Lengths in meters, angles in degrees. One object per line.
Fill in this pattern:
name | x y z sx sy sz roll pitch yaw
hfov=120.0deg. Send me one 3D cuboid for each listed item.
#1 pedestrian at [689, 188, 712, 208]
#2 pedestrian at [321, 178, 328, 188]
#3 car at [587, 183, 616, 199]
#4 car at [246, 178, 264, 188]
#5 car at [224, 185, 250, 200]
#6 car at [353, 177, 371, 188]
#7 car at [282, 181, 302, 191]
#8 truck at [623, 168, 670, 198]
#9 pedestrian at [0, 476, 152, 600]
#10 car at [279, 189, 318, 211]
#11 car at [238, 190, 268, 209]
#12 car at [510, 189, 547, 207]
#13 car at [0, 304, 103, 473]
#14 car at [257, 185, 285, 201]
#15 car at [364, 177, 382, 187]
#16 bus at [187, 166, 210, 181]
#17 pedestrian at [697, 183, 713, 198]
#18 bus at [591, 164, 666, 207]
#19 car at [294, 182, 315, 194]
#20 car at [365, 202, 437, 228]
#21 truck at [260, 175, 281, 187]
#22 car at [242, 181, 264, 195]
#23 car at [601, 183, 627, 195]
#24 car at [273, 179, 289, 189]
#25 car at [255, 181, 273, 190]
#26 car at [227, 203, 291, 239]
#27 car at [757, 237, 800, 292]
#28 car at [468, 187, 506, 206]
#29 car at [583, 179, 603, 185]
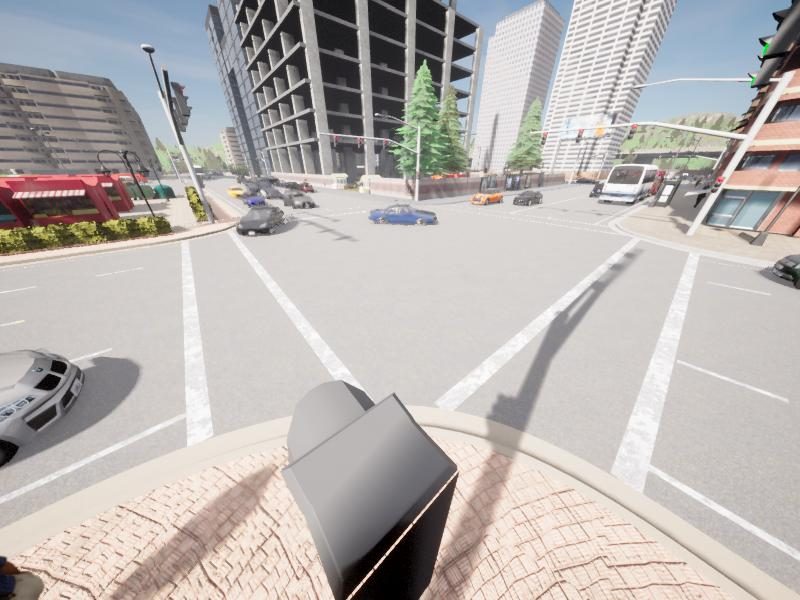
pedestrian | 32.306 -11.002 24.849 0.751 1.860 0.751 -22 36 -33
pedestrian | -15.128 -23.337 46.104 0.751 1.860 0.751 -23 37 -34
car | 29.977 -16.310 34.363 3.866 1.878 1.905 -23 37 -34
car | -32.368 -26.160 51.584 2.152 1.651 5.027 -23 37 -34
car | -23.320 -15.390 33.014 1.882 1.535 5.008 -23 37 -34
car | -8.128 -24.929 48.916 1.905 1.878 3.866 -23 37 -34
car | -20.828 -22.030 44.514 1.882 1.535 5.008 -23 37 -34
truck | 38.913 -18.603 36.395 8.468 3.827 2.891 -23 37 -34
pedestrian | -2.960 2.353 1.716 0.751 1.860 0.751 -16 34 -25
car | -11.113 -10.982 25.247 2.242 1.667 4.611 -23 37 -34
car | -16.934 -11.604 26.518 1.816 1.474 4.193 -23 37 -34
car | 15.622 -12.414 28.014 4.892 1.490 1.837 -23 37 -34
car | -7.986 1.961 2.938 4.611 1.667 2.242 -22 37 -34
car | -18.225 -15.092 32.503 2.038 1.542 4.974 -23 37 -34
car | -5.875 -25.875 50.553 1.905 1.878 3.866 -23 37 -34
bus | -68.011 -42.785 77.741 3.944 4.253 10.273 -24 37 -35
pedestrian | 43.592 -15.714 33.010 0.751 1.860 0.751 -23 37 -34
bus | 29.081 -14.753 29.311 10.273 4.253 3.944 -23 37 -34
car | -16.556 -19.550 40.149 1.851 1.617 3.988 -23 37 -34
car | 0.157 -6.814 18.398 5.357 1.411 2.033 5 31 9
truck | -30.214 -27.803 53.953 2.390 2.098 6.274 -23 37 -34
car | -25.269 -19.286 39.658 1.930 1.638 5.238 -23 37 -34
car | 36.103 -18.722 38.890 5.366 1.575 1.801 -23 37 -34
car | -25.198 -24.615 48.975 1.789 1.549 3.705 -23 37 -34
car | -27.697 -23.301 46.885 1.994 1.385 4.181 -23 37 -34
car | -9.665 -5.735 16.410 2.163 1.488 4.792 -4 30 -7
car | 16.218 -0.903 7.905 3.705 1.549 1.789 21 36 32
car | 10.696 -12.768 28.325 4.553 1.767 2.097 -23 37 -34
car | 48.946 -30.069 58.780 1.895 1.301 4.718 5 30 9
